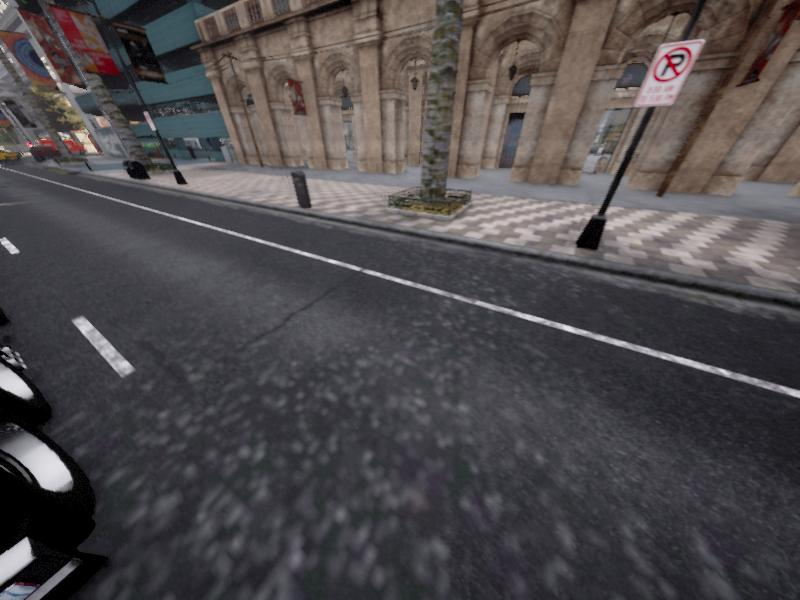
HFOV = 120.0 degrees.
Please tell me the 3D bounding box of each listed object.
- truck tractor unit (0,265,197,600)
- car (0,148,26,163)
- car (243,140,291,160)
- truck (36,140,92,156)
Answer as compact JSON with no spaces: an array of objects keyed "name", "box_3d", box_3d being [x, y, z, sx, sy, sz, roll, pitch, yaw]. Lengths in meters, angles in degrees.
[{"name":"truck tractor unit","box_3d":[-5.112,-0.299,0.782,6.516,4.208,3.053,18,39,24]},{"name":"car","box_3d":[-54.151,-19.628,31.280,1.801,1.575,5.366,-23,41,-29]},{"name":"car","box_3d":[-17.669,-20.002,30.724,5.566,2.045,2.435,18,39,24]},{"name":"truck","box_3d":[-63.923,-29.123,44.213,2.627,2.467,5.204,-3,35,-4]}]
